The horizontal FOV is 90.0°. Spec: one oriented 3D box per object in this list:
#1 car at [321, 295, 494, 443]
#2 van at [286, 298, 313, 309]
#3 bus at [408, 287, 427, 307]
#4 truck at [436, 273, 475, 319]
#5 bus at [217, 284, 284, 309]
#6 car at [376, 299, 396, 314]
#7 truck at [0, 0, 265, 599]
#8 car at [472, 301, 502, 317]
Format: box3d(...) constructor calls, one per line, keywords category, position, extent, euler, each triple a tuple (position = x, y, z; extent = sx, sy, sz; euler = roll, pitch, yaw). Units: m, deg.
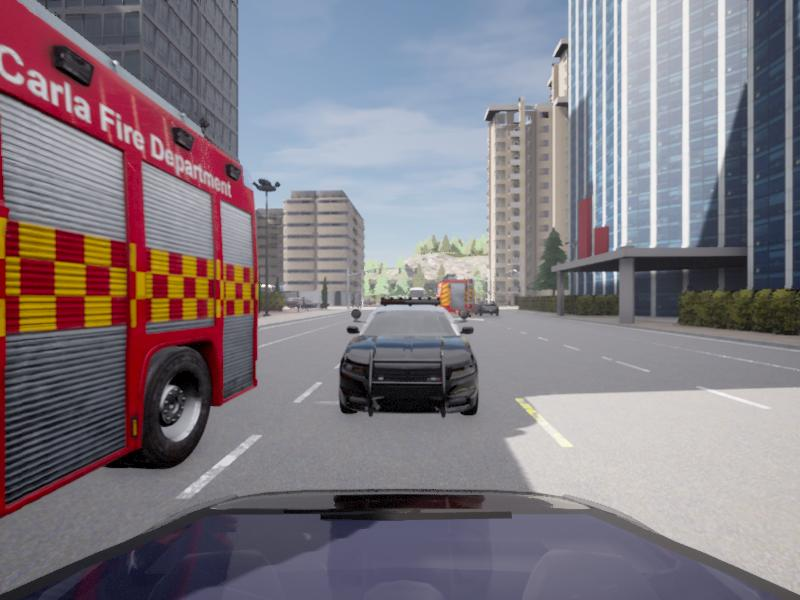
box3d(category="car", position=(0.185, 0.767, 7.090), extent=(1.930, 1.638, 5.238), euler=(0, 0, 2))
box3d(category="van", position=(-18.134, 0.555, 72.434), extent=(4.442, 1.987, 1.775), euler=(0, 0, 3))
box3d(category="bus", position=(3.941, -0.591, 89.695), extent=(3.944, 4.253, 10.273), euler=(0, 0, 3))
box3d(category="truck", position=(5.037, -0.343, 37.665), extent=(2.891, 3.827, 8.468), euler=(0, 0, 3))
box3d(category="bus", position=(-25.843, -0.576, 69.466), extent=(10.273, 4.253, 3.944), euler=(0, 0, 3))
box3d(category="car", position=(-1.557, 0.750, 47.086), extent=(2.033, 1.649, 4.856), euler=(0, 0, 3))
box3d(category="truck", position=(-3.618, -0.321, 1.537), extent=(2.891, 3.827, 8.468), euler=(0, 0, 4))
box3d(category="car", position=(8.639, 0.813, 40.001), extent=(2.128, 1.511, 4.902), euler=(0, 0, 2))
